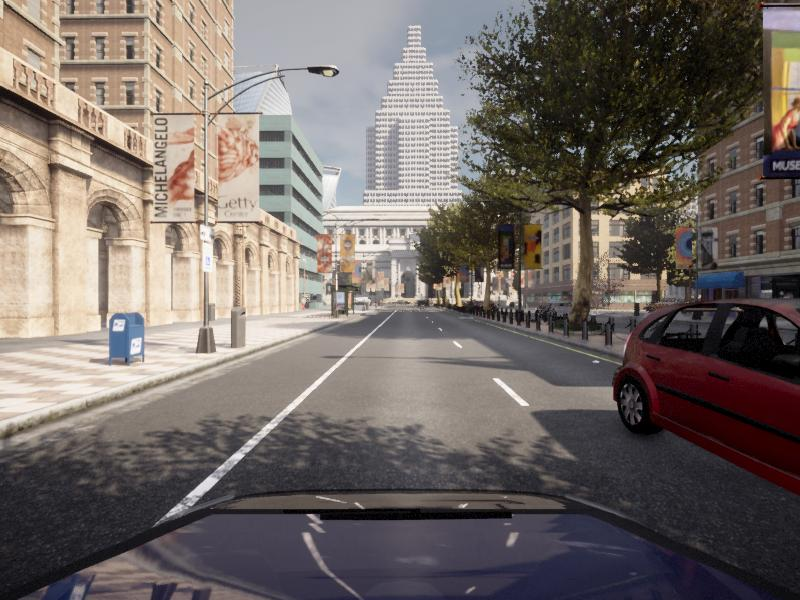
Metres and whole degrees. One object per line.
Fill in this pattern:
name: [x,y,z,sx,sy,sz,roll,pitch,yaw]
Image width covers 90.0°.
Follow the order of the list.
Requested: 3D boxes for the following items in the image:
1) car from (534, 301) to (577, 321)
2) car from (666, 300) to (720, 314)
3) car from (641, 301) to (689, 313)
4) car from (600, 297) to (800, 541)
car: [12.146,0.853,31.519,1.970,1.475,3.806,0,0,1]
car: [34.731,0.826,47.556,4.974,1.542,2.038,0,0,-1]
car: [33.788,0.851,51.109,4.792,1.488,2.163,0,0,0]
car: [3.587,0.788,3.390,1.851,1.617,3.988,0,0,1]
